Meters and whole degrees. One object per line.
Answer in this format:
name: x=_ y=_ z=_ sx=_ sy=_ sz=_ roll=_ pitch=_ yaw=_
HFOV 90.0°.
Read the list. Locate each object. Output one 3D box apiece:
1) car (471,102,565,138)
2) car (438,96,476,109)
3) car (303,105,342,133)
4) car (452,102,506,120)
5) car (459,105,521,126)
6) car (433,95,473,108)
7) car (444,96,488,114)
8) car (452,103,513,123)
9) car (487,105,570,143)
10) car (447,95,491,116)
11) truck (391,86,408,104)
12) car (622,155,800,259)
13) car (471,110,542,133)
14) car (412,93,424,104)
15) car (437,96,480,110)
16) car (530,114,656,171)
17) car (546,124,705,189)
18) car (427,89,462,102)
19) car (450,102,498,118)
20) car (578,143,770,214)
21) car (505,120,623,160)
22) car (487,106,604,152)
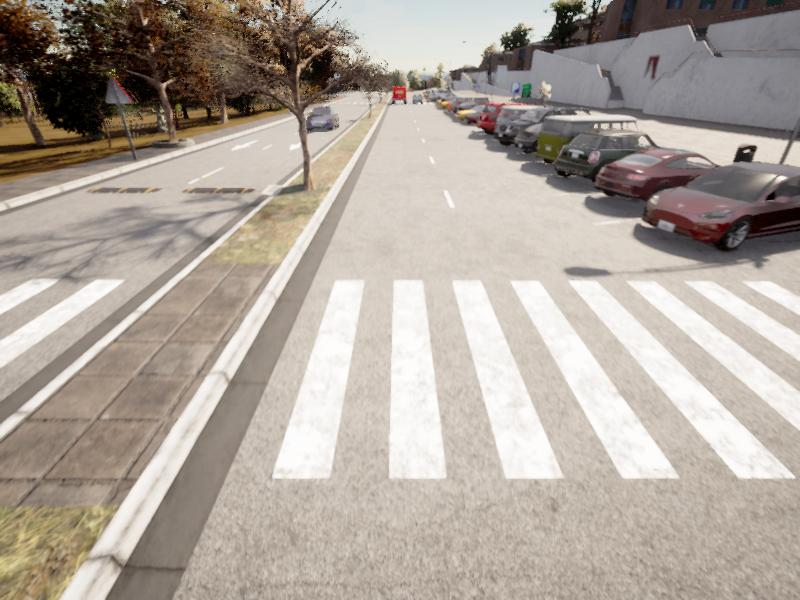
car: x=8.063 y=-12.435 z=27.566 sx=5.566 sy=2.045 sz=2.435 roll=-9 pitch=30 yaw=-18
car: x=8.022 y=-27.919 z=56.513 sx=4.792 sy=1.488 sz=2.163 roll=-9 pitch=30 yaw=-18
car: x=-5.836 y=-13.964 z=30.696 sx=2.033 sy=1.649 sz=4.856 roll=0 pitch=28 yaw=0
car: x=8.042 y=-19.280 z=40.831 sx=4.792 sy=1.488 sz=2.163 roll=-9 pitch=30 yaw=-18
car: x=7.995 y=-16.420 z=35.560 sx=4.792 sy=1.488 sz=2.163 roll=-9 pitch=30 yaw=-18
car: x=7.820 y=-29.358 z=59.036 sx=5.366 sy=1.575 sz=1.946 roll=-9 pitch=31 yaw=-18
car: x=7.979 y=-23.713 z=48.587 sx=4.553 sy=1.767 sz=2.185 roll=-9 pitch=30 yaw=-18
car: x=7.847 y=-17.847 z=38.117 sx=5.366 sy=1.575 sz=1.946 roll=-9 pitch=30 yaw=-18
car: x=7.932 y=-10.978 z=24.894 sx=4.442 sy=1.987 sz=1.878 roll=-9 pitch=30 yaw=-18
car: x=7.905 y=-22.341 z=45.886 sx=4.442 sy=1.987 sz=1.878 roll=-9 pitch=31 yaw=-18
truck: x=-0.085 y=-34.230 z=66.821 sx=2.627 sy=2.467 sz=5.204 roll=0 pitch=29 yaw=0
car: x=8.031 y=-2.318 z=9.241 sx=4.792 sy=1.488 sz=2.163 roll=-9 pitch=30 yaw=-18
car: x=8.025 y=-13.584 z=30.321 sx=4.674 sy=1.452 sz=2.002 roll=-9 pitch=30 yaw=-18
car: x=2.914 y=-33.824 z=67.048 sx=1.845 sy=1.501 sz=3.633 roll=0 pitch=29 yaw=0
car: x=7.826 y=-26.467 z=53.817 sx=5.366 sy=1.575 sz=1.946 roll=-9 pitch=31 yaw=-18
car: x=8.159 y=-6.797 z=17.082 sx=4.442 sy=1.987 sz=1.878 roll=-9 pitch=29 yaw=-18
car: x=8.022 y=-5.280 z=14.451 sx=4.553 sy=1.767 sz=2.185 roll=-9 pitch=29 yaw=-18
car: x=8.007 y=-36.800 z=72.052 sx=5.566 sy=2.045 sz=2.435 roll=-9 pitch=30 yaw=-18
car: x=8.007 y=-20.699 z=43.443 sx=4.674 sy=1.452 sz=2.002 roll=-9 pitch=30 yaw=-18
car: x=8.048 y=-3.732 z=11.908 sx=4.674 sy=1.452 sz=2.002 roll=-9 pitch=29 yaw=-18
car: x=8.037 y=-7.985 z=19.780 sx=4.892 sy=1.521 sz=2.231 roll=-9 pitch=29 yaw=-18
car: x=8.019 y=-9.607 z=22.278 sx=5.566 sy=2.045 sz=2.435 roll=-9 pitch=30 yaw=-18
